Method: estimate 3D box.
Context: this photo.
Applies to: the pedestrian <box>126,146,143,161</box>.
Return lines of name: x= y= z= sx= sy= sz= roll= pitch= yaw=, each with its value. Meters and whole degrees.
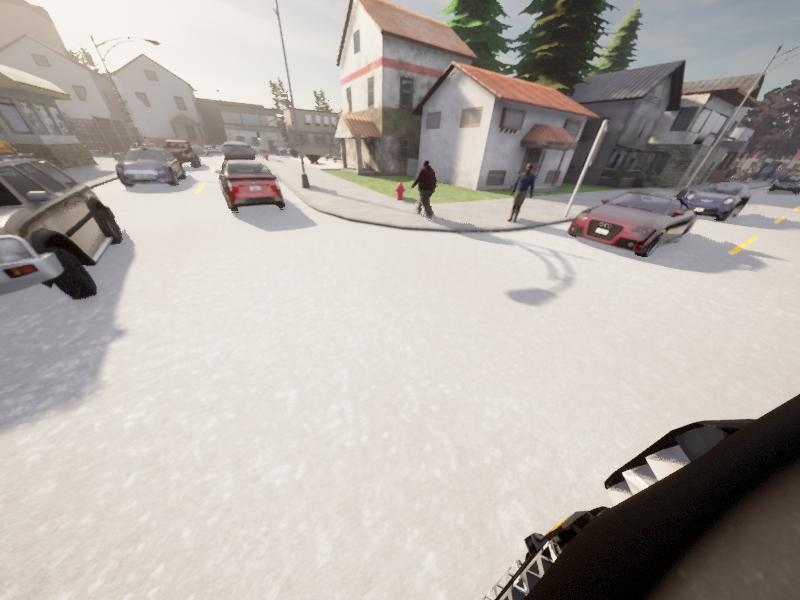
pedestrian: x=-23.795 y=-13.180 z=20.728 sx=0.500 sy=1.100 sz=0.500 roll=-10 pitch=36 yaw=-19

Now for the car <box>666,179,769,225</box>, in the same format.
car: x=15.008 y=-4.768 z=10.971 sx=3.633 sy=1.501 sz=1.845 roll=-16 pitch=38 yaw=-26

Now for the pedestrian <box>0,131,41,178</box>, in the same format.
pedestrian: x=-18.366 y=-6.766 z=10.779 sx=0.751 sy=1.860 sz=0.751 roll=-10 pitch=36 yaw=-19

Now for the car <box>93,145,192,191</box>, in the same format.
car: x=-12.856 y=-7.004 z=12.037 sx=2.033 sy=1.649 sz=4.856 roll=-16 pitch=38 yaw=-26

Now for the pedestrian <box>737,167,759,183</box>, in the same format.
pedestrian: x=47.865 y=-17.171 z=31.764 sx=0.751 sy=1.860 sz=0.751 roll=-15 pitch=37 yaw=-25

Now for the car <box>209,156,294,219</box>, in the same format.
car: x=-5.927 y=-4.605 z=9.060 sx=2.007 sy=1.525 sz=4.514 roll=-19 pitch=39 yaw=-29

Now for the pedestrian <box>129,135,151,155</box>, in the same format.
pedestrian: x=-29.928 y=-17.884 z=26.647 sx=0.751 sy=1.860 sz=0.751 roll=5 pitch=34 yaw=2

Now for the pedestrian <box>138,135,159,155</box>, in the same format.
pedestrian: x=-28.893 y=-17.787 z=26.582 sx=0.751 sy=1.860 sz=0.751 roll=3 pitch=34 yaw=0

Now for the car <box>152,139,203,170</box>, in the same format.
car: x=-17.381 y=-11.561 z=18.313 sx=1.905 sy=1.878 sz=3.866 roll=-16 pitch=38 yaw=-26

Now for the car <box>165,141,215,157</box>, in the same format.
car: x=-27.670 y=-20.001 z=30.567 sx=4.902 sy=1.511 sz=2.128 roll=11 pitch=34 yaw=12

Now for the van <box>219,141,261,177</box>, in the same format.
van: x=-11.583 y=-10.323 z=16.820 sx=1.775 sy=1.987 sz=4.442 roll=-16 pitch=38 yaw=-26

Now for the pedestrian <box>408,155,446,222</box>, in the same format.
pedestrian: x=0.864 y=-3.687 z=7.682 sx=0.751 sy=1.860 sz=0.751 roll=-19 pitch=39 yaw=-30

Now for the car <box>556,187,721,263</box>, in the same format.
car: x=7.262 y=-2.509 z=7.091 sx=4.181 sy=1.385 sz=1.994 roll=-16 pitch=38 yaw=-26

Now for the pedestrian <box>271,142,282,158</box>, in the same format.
pedestrian: x=-17.749 y=-21.616 z=33.230 sx=0.751 sy=1.860 sz=0.751 roll=8 pitch=34 yaw=7

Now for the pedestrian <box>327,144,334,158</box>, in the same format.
pedestrian: x=-11.546 y=-24.654 z=38.306 sx=0.751 sy=1.860 sz=0.751 roll=-11 pitch=36 yaw=-20

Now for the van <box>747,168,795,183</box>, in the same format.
van: x=70.621 y=-23.778 z=44.057 sx=1.775 sy=1.987 sz=4.442 roll=-19 pitch=39 yaw=-29

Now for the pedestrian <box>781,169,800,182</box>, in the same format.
pedestrian: x=64.752 y=-20.573 z=38.225 sx=0.751 sy=1.860 sz=0.751 roll=-5 pitch=34 yaw=-12

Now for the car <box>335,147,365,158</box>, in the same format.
car: x=-9.895 y=-29.277 z=45.912 sx=5.366 sy=1.575 sz=1.801 roll=-17 pitch=38 yaw=-27

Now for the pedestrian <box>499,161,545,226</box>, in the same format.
pedestrian: x=4.080 y=-3.590 z=7.792 sx=0.751 sy=1.860 sz=0.751 roll=20 pitch=37 yaw=24

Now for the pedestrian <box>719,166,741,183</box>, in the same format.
pedestrian: x=42.458 y=-16.110 z=29.734 sx=0.751 sy=1.860 sz=0.751 roll=-16 pitch=38 yaw=-26

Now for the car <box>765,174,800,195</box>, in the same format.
car: x=39.412 y=-11.709 z=23.313 sx=3.988 sy=1.617 sz=1.851 roll=-16 pitch=38 yaw=-26

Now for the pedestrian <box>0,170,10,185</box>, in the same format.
pedestrian: x=-17.174 y=-5.637 z=9.171 sx=0.751 sy=1.860 sz=0.751 roll=-16 pitch=38 yaw=-26

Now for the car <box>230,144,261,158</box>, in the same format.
car: x=-21.960 y=-21.348 z=33.081 sx=2.163 sy=1.488 sz=4.792 roll=-5 pitch=34 yaw=-12

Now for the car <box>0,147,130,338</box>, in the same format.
car: x=-6.476 y=-1.256 z=3.651 sx=1.932 sy=1.855 sz=4.605 roll=-23 pitch=40 yaw=-33

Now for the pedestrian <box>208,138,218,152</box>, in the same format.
pedestrian: x=-31.031 y=-25.716 z=38.371 sx=0.751 sy=1.860 sz=0.751 roll=-18 pitch=39 yaw=-29

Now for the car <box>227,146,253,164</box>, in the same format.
car: x=-17.523 y=-15.989 z=25.355 sx=1.816 sy=1.474 sz=4.193 roll=-16 pitch=38 yaw=-26
